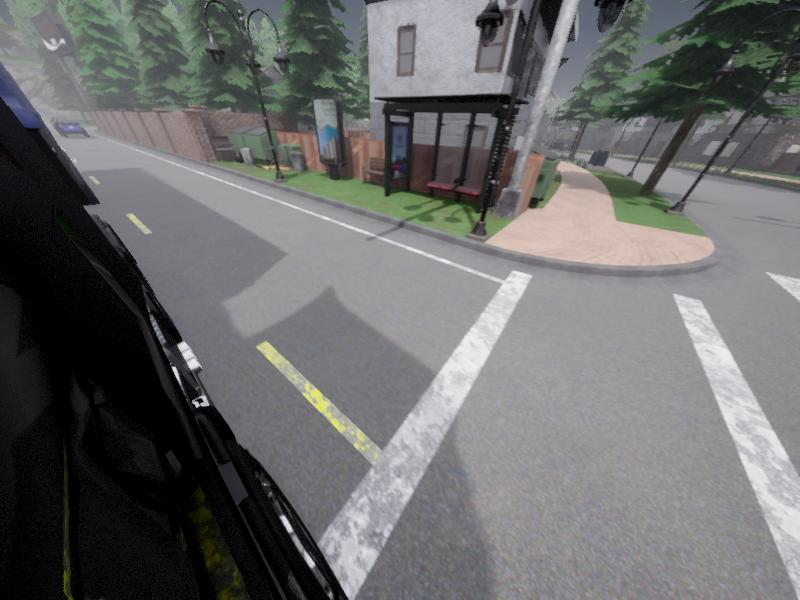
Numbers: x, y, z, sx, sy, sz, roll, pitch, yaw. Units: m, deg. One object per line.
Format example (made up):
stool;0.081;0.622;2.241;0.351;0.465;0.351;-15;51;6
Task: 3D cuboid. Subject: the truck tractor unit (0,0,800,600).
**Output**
truck tractor unit;-2.645;-0.295;0.352;6.516;4.208;3.053;28;44;30

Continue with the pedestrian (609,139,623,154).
pedestrian;33.329;-23.645;35.603;0.751;1.860;0.751;-27;46;-33

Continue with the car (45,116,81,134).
car;-41.212;-21.424;28.272;3.705;1.549;1.789;27;43;28

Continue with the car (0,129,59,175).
car;-17.588;-6.722;10.339;4.181;1.385;1.994;27;43;29

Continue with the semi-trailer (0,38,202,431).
semi-trailer;-8.732;-3.587;4.188;14.254;4.402;2.717;28;43;29

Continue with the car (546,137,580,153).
car;26.648;-25.582;38.023;1.932;1.855;4.605;0;37;-4

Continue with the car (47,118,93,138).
car;-34.977;-18.259;24.477;4.514;1.525;2.007;27;43;29
